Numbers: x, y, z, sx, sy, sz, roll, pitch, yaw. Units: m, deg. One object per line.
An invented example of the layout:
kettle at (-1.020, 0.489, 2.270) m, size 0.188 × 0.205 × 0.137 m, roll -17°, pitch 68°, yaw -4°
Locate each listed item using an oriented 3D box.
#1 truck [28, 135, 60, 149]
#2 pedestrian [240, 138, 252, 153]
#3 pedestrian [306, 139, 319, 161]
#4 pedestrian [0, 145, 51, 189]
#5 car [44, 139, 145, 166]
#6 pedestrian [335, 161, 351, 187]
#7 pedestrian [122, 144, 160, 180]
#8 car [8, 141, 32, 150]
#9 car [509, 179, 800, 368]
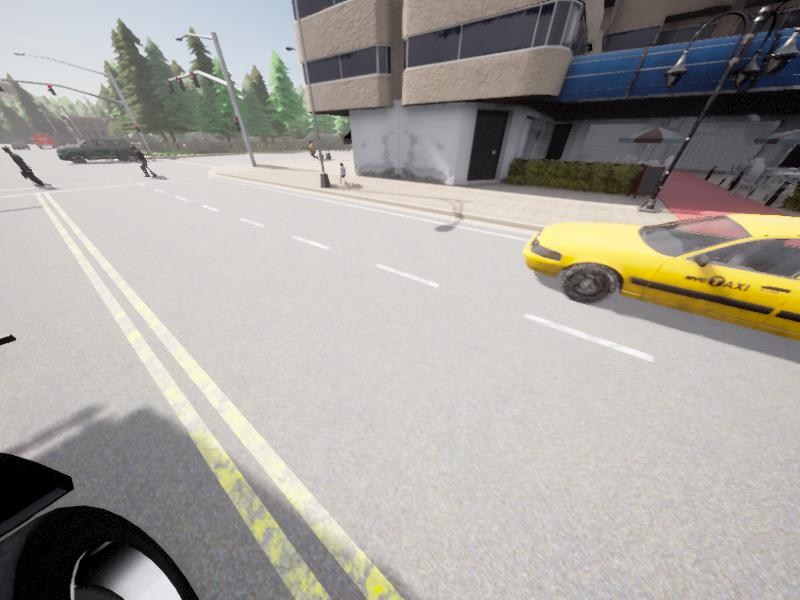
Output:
truck at (-76.534, -34.008, 49.657) m, size 5.204 × 2.467 × 2.627 m, roll 22°, pitch 41°, yaw 28°
pedestrian at (-23.719, -23.859, 35.678) m, size 0.751 × 1.860 × 0.751 m, roll 23°, pitch 41°, yaw 29°
pedestrian at (-8.986, -15.433, 23.789) m, size 0.751 × 1.860 × 0.751 m, roll -14°, pitch 38°, yaw -20°
pedestrian at (-19.049, -6.709, 11.675) m, size 0.751 × 1.860 × 0.751 m, roll 23°, pitch 41°, yaw 29°
car at (-30.206, -14.924, 23.162) m, size 2.150 × 2.045 × 5.566 m, roll 23°, pitch 41°, yaw 29°
pedestrian at (-2.917, -6.489, 11.869) m, size 0.500 × 1.100 × 0.500 m, roll 25°, pitch 42°, yaw 31°
pedestrian at (-16.216, -8.670, 14.494) m, size 0.751 × 1.860 × 0.751 m, roll 22°, pitch 41°, yaw 28°
car at (-75.729, -30.759, 46.006) m, size 4.181 × 1.385 × 1.994 m, roll 23°, pitch 41°, yaw 28°
car at (4.783, -0.478, 3.262) m, size 5.366 × 1.575 × 1.801 m, roll 22°, pitch 41°, yaw 28°
